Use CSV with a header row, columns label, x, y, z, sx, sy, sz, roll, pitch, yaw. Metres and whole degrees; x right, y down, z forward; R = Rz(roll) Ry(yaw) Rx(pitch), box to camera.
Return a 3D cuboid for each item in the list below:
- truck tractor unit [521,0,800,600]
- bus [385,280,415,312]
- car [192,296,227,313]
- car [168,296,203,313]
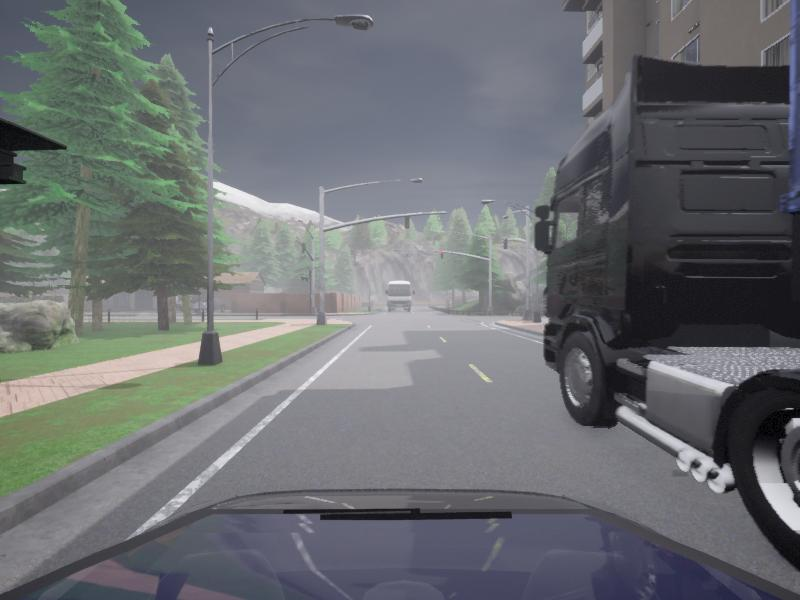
label,x,y,z,sx,sy,sz,roll,pitch,yaw
truck tractor unit,3.504,-0.520,3.219,3.053,4.208,6.516,0,0,0
bus,0.035,-0.534,57.845,3.944,4.253,10.273,0,0,0
car,-21.587,0.503,45.523,1.932,1.855,4.605,0,0,-1
car,-24.091,0.505,45.073,1.905,1.878,3.866,0,0,-1
